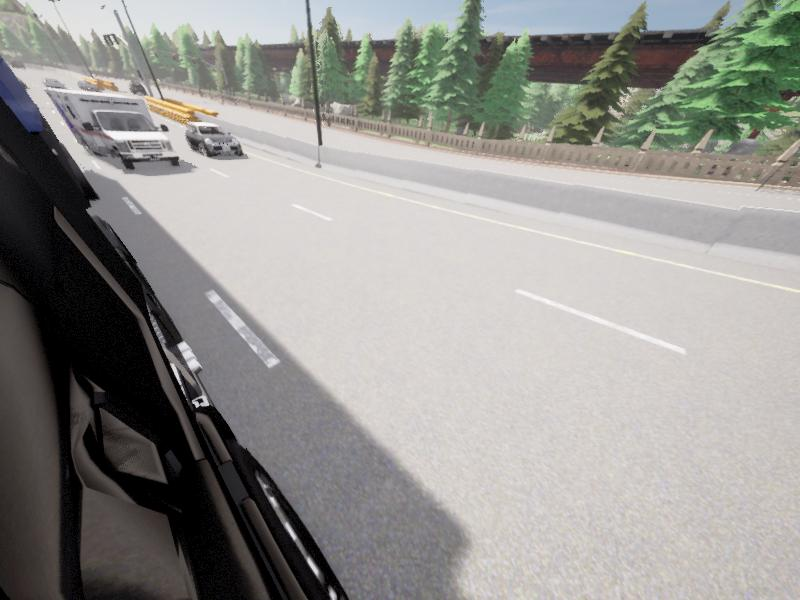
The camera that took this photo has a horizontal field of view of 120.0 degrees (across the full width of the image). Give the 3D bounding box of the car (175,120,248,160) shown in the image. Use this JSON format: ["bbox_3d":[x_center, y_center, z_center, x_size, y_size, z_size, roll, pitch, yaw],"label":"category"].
[{"bbox_3d":[-11.225,-9.582,13.791,3.806,1.475,1.970,31,45,27],"label":"car"}]

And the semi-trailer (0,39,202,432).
[{"bbox_3d":[-8.684,-3.672,4.155,14.254,4.402,2.717,29,44,29],"label":"semi-trailer"}]

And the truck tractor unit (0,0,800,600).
[{"bbox_3d":[-2.645,-0.295,0.351,6.516,4.208,3.053,28,44,30],"label":"truck tractor unit"}]

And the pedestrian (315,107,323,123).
[{"bbox_3d":[-13.038,-29.708,37.094,0.751,1.860,0.751,32,46,27],"label":"pedestrian"}]

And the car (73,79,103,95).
[{"bbox_3d":[-47.958,-32.705,35.500,4.181,1.385,1.994,32,45,26],"label":"car"}]

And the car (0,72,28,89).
[{"bbox_3d":[-51.785,-29.229,30.708,4.181,1.385,1.994,33,46,27],"label":"car"}]

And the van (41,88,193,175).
[{"bbox_3d":[-12.954,-7.840,10.631,6.366,2.431,2.351,26,43,24],"label":"van"}]

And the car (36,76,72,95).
[{"bbox_3d":[-47.412,-29.421,31.649,5.357,1.411,2.033,32,45,27],"label":"car"}]

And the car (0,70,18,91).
[{"bbox_3d":[-47.980,-25.051,26.018,2.097,1.767,4.553,25,43,20],"label":"car"}]
